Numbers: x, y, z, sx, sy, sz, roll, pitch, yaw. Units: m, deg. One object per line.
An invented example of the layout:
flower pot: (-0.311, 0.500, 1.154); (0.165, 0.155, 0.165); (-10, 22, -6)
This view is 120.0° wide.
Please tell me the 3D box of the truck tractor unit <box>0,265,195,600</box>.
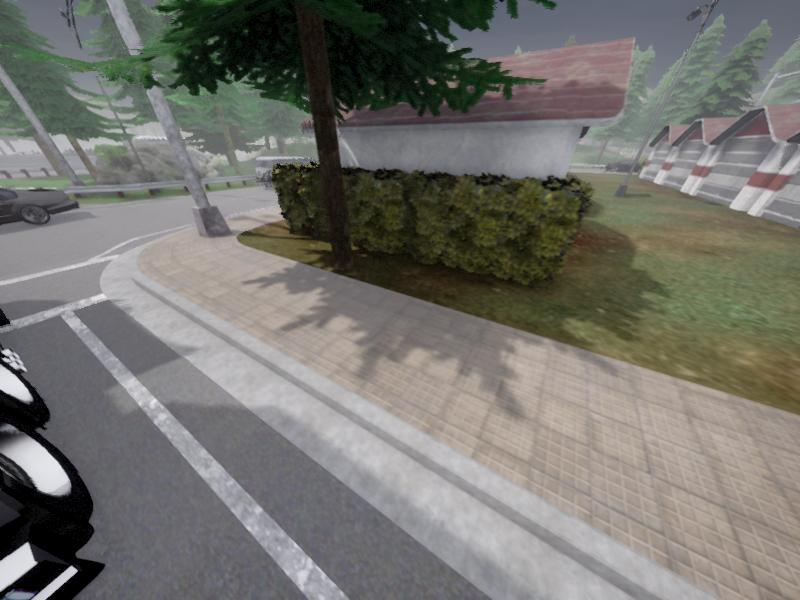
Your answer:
truck tractor unit: (-5.095, -0.316, 0.806); (6.516, 4.208, 3.053); (18, 37, 24)

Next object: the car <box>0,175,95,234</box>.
car: (-14.044, -2.710, 7.041); (2.033, 1.411, 5.357); (8, 34, 11)

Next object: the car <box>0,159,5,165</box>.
car: (-60.927, -19.765, 32.380); (1.801, 1.575, 5.366); (18, 37, 24)
